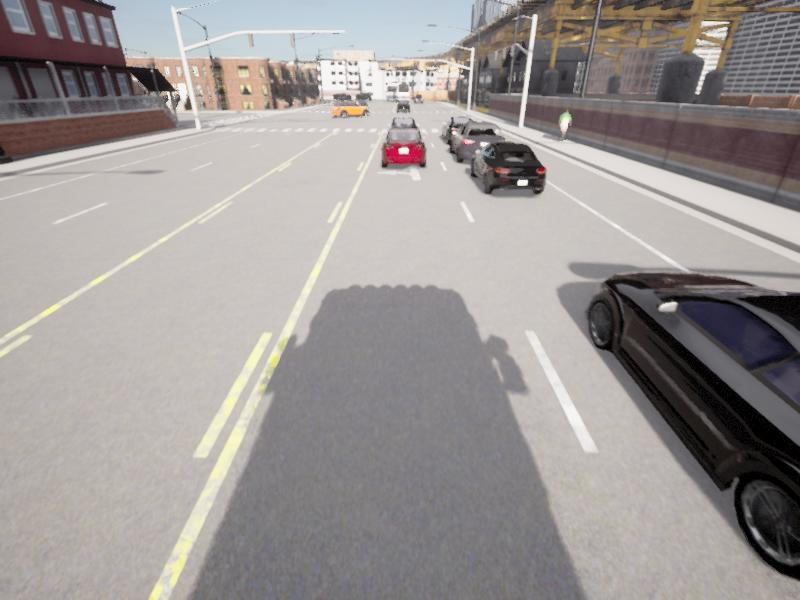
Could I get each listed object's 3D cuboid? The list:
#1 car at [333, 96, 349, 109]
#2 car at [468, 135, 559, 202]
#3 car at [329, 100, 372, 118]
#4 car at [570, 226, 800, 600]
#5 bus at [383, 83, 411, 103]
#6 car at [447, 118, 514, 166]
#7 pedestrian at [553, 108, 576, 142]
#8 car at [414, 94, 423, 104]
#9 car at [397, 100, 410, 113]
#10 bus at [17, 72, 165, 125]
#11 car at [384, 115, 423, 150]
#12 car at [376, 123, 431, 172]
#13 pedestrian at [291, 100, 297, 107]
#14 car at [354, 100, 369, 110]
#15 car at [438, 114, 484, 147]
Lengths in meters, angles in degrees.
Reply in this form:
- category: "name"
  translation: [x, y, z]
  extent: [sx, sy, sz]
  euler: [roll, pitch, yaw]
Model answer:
- category: "car"
  translation: [-9.904, -33.195, 67.317]
  extent: [1.932, 1.855, 4.605]
  euler: [0, 28, 0]
- category: "car"
  translation: [3.627, -4.669, 13.748]
  extent: [1.812, 1.442, 4.674]
  euler: [0, 28, 0]
- category: "car"
  translation: [-5.782, -22.549, 47.233]
  extent: [4.553, 1.767, 2.097]
  euler: [-20, 34, -33]
- category: "car"
  translation: [3.542, 0.590, 3.857]
  extent: [1.994, 1.385, 4.181]
  euler: [0, 28, 0]
- category: "bus"
  translation: [-0.924, -53.287, 102.886]
  extent: [3.944, 4.253, 10.273]
  euler: [-10, 29, -18]
- category: "car"
  translation: [3.680, -7.728, 19.305]
  extent: [2.242, 1.667, 4.611]
  euler: [0, 28, 0]
- category: "pedestrian"
  translation: [9.847, -10.522, 24.042]
  extent: [0.751, 1.860, 0.751]
  euler: [0, 28, 0]
- category: "car"
  translation: [4.298, -47.279, 94.077]
  extent: [1.905, 1.878, 3.866]
  euler: [-1, 28, -2]
- category: "car"
  translation: [0.525, -28.783, 59.353]
  extent: [1.882, 1.535, 5.008]
  euler: [0, 28, 0]
- category: "bus"
  translation: [-29.693, -19.675, 39.051]
  extent: [10.273, 4.253, 3.944]
  euler: [1, 28, 0]
- category: "car"
  translation: [0.219, -10.255, 24.254]
  extent: [2.128, 1.511, 4.902]
  euler: [0, 28, 0]
- category: "car"
  translation: [0.168, -7.041, 18.193]
  extent: [2.163, 1.488, 4.792]
  euler: [0, 28, 0]
- category: "pedestrian"
  translation: [-18.191, -33.674, 68.655]
  extent: [0.500, 1.100, 0.500]
  euler: [16, 31, 27]
- category: "car"
  translation: [-6.405, -32.870, 67.232]
  extent: [1.994, 1.385, 4.181]
  euler: [0, 28, 0]
- category: "car"
  translation: [3.729, -10.828, 25.353]
  extent: [2.128, 1.511, 4.902]
  euler: [0, 28, 0]
